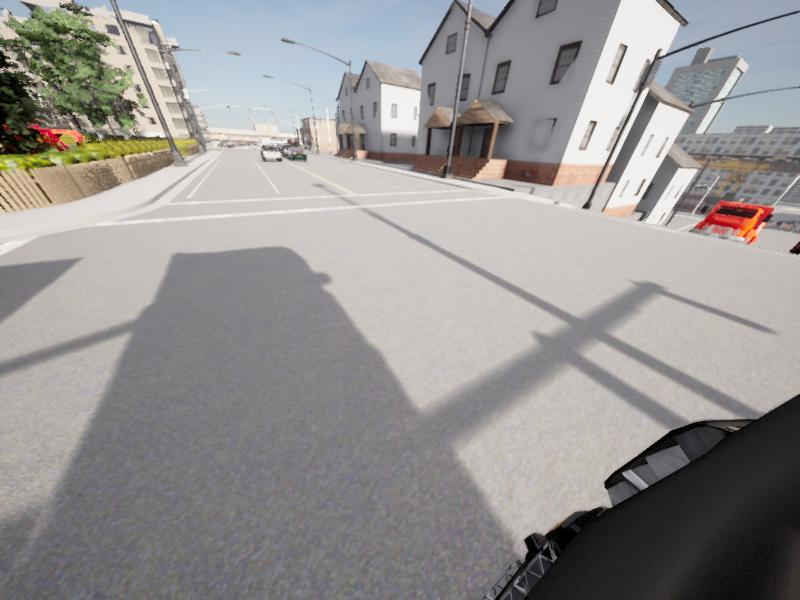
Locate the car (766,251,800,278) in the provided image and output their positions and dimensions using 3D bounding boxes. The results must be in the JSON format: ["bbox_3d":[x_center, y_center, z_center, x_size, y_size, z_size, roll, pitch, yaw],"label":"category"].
[{"bbox_3d":[38.264,-3.529,22.609,4.605,1.855,1.932,-6,33,-32],"label":"car"}]

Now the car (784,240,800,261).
[{"bbox_3d":[17.581,-2.096,9.127,4.181,1.385,1.994,-4,31,-32],"label":"car"}]

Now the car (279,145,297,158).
[{"bbox_3d":[-17.996,-23.870,37.055,1.851,1.617,3.988,-16,38,-26],"label":"car"}]

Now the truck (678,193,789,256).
[{"bbox_3d":[20.339,-4.529,14.271,5.204,2.467,2.627,-3,31,-34],"label":"truck"}]

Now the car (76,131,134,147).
[{"bbox_3d":[-50.991,-27.943,40.169,5.566,2.045,2.150,-15,38,-25],"label":"car"}]

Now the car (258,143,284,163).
[{"bbox_3d":[-15.347,-17.431,27.319,1.932,1.855,4.605,-16,37,-26],"label":"car"}]

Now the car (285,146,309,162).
[{"bbox_3d":[-14.137,-19.965,31.545,2.038,1.542,4.974,-16,38,-26],"label":"car"}]

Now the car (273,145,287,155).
[{"bbox_3d":[-23.448,-29.406,45.117,1.812,1.442,4.674,-14,37,-23],"label":"car"}]

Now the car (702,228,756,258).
[{"bbox_3d":[26.071,-4.444,18.315,4.193,1.474,1.816,-3,31,-34],"label":"car"}]

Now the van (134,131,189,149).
[{"bbox_3d":[-44.387,-29.885,43.277,6.366,2.431,2.351,-15,38,-25],"label":"van"}]

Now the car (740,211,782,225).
[{"bbox_3d":[77.558,-17.622,49.743,2.038,1.542,4.974,10,34,10],"label":"car"}]

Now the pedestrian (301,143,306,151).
[{"bbox_3d":[-25.159,-39.813,60.136,0.751,1.860,0.751,30,42,34],"label":"pedestrian"}]
